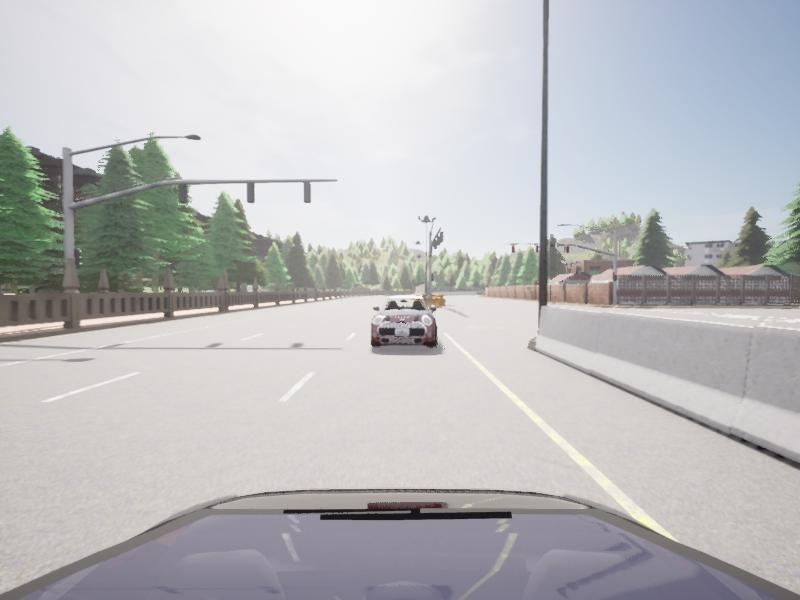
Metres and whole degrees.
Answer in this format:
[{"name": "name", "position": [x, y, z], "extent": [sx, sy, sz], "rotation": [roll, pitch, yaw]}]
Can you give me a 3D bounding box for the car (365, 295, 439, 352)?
[{"name": "car", "position": [0.147, 0.615, 12.650], "extent": [1.970, 1.475, 3.806], "rotation": [0, 1, 3]}]
